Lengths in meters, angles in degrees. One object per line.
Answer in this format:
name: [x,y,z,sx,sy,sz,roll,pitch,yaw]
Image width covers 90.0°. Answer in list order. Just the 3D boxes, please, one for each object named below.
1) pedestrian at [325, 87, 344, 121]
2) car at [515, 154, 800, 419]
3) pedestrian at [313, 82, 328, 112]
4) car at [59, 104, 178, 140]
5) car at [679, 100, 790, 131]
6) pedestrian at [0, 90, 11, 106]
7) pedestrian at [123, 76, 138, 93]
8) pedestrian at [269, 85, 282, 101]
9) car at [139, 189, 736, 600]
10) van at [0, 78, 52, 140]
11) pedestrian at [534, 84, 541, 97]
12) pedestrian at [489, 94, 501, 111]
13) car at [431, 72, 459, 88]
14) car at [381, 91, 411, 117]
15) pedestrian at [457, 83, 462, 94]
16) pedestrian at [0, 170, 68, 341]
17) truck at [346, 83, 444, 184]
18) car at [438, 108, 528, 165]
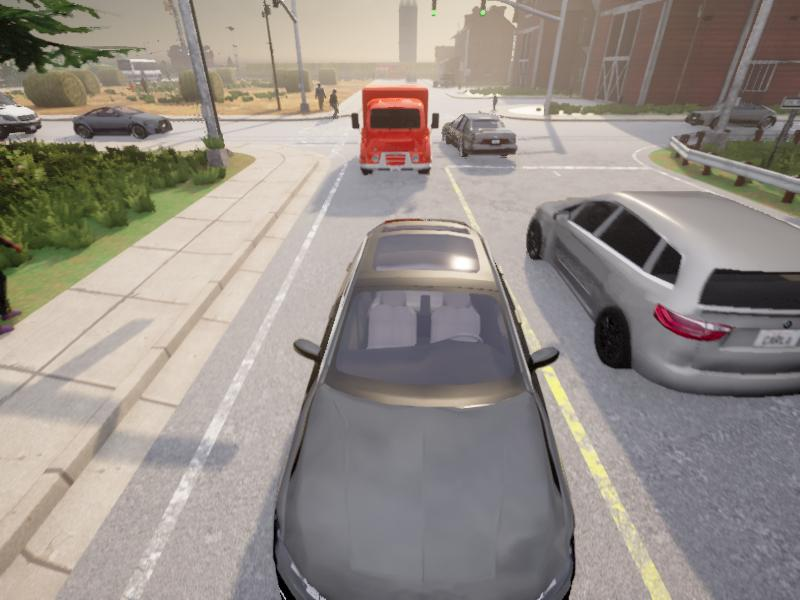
pedestrian: [-4.140,-12.399,25.319,0.751,1.860,0.751,-21,36,-32]
car: [3.433,-0.712,5.562,2.242,1.667,4.611,0,31,-1]
pedestrian: [-5.714,-14.577,28.726,0.751,1.860,0.751,-10,32,-17]
car: [-13.694,-8.793,19.721,4.181,1.385,1.994,0,30,0]
car: [18.661,-10.422,22.507,4.181,1.385,1.994,0,30,0]
pedestrian: [-32.984,-16.767,33.222,0.500,1.100,0.500,13,33,21]
pedestrian: [-32.138,-25.724,47.759,0.751,1.860,0.751,2,30,3]
pedestrian: [-11.914,-19.845,38.278,0.751,1.300,0.751,12,32,19]
car: [0.230,0.336,3.926,2.128,1.511,4.902,2,30,3]
van: [-21.179,-9.327,19.477,5.915,2.561,1.988,0,30,0]
pedestrian: [14.023,-21.380,40.863,0.500,1.100,0.500,6,31,11]
pedestrian: [6.978,-14.509,29.354,0.500,1.100,0.500,-18,35,-28]
car: [6.961,-34.131,62.145,1.905,1.878,3.866,-31,40,-32]
car: [-0.341,-14.174,28.866,1.994,1.385,4.181,-1,30,-2]
pedestrian: [7.143,-25.303,47.804,0.500,1.100,0.500,2,30,3]
pedestrian: [-4.911,-0.506,4.670,0.751,1.860,0.751,0,30,1]
truck: [-0.157,-5.831,13.521,2.627,2.467,5.204,0,30,0]
car: [3.078,-6.771,16.202,2.033,1.411,5.357,-3,30,-5]
